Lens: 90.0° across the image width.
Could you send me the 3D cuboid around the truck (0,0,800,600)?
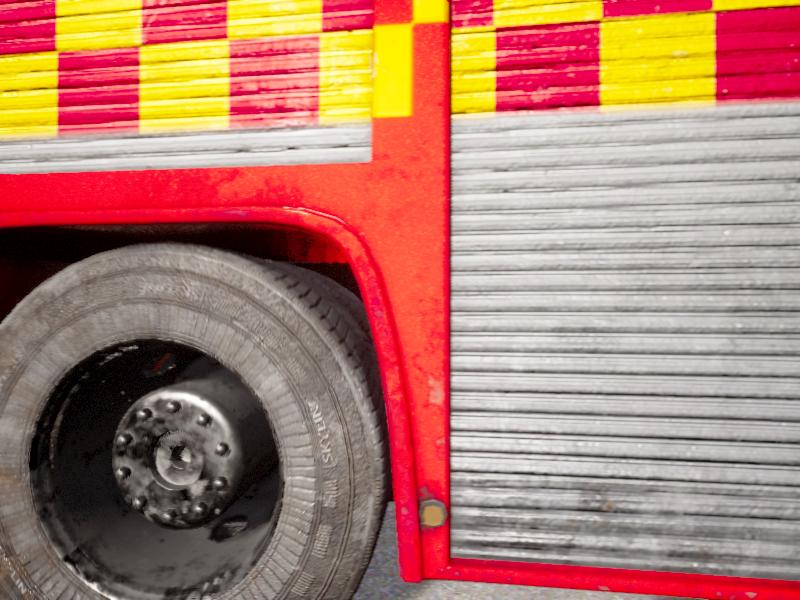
[{"bbox_3d":[-2.871,-0.917,2.577,8.468,3.827,2.891,0,0,6],"label":"truck"}]
